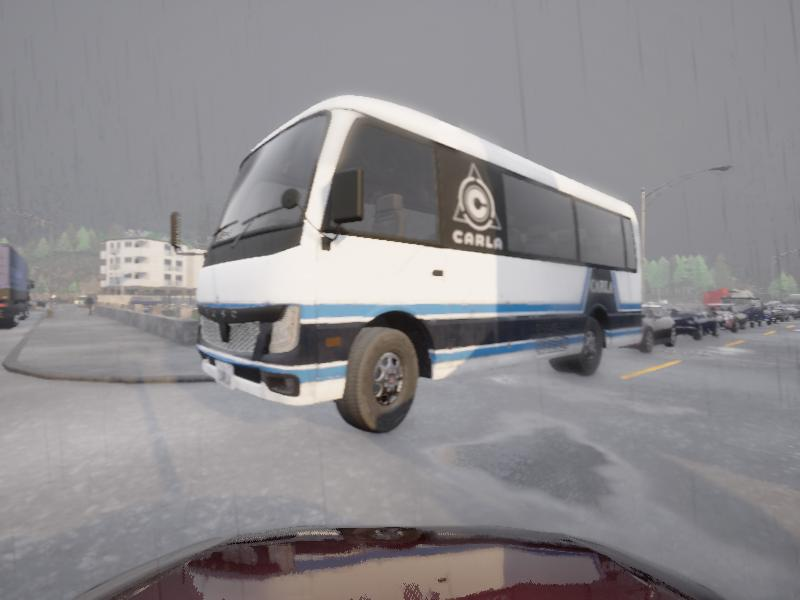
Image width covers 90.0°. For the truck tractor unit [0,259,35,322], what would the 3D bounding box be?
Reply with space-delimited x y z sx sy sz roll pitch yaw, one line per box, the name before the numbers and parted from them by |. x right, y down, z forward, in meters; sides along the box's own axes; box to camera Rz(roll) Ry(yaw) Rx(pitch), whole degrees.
truck tractor unit | -28.884 -0.683 29.223 3.053 4.208 6.516 0 0 -41

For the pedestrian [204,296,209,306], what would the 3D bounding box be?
pedestrian | -34.701 0.214 71.694 0.751 1.860 0.751 0 0 -41

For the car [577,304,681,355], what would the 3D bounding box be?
car | 7.971 0.900 13.824 3.806 1.475 1.970 0 0 -41

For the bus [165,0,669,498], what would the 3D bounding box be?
bus | 1.552 -0.525 8.078 10.273 4.253 3.944 0 0 -41

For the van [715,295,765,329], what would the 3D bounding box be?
van | 21.983 0.728 25.794 4.442 1.987 1.775 0 0 -40

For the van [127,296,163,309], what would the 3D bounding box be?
van | -38.562 0.372 60.506 4.442 1.987 1.775 0 0 -40

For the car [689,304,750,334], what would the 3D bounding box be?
car | 17.712 0.957 22.147 3.806 1.475 1.970 0 0 -41

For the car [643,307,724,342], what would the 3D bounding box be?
car | 12.812 1.019 17.955 4.718 1.301 1.895 0 0 -41

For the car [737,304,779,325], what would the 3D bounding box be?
car | 26.781 1.012 29.898 4.193 1.474 1.816 0 0 -41

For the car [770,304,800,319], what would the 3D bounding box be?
car | 38.687 1.097 40.080 4.674 1.442 1.812 0 0 -41

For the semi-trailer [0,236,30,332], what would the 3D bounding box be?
semi-trailer | -23.737 -0.756 23.211 2.717 4.402 14.254 0 0 -41
